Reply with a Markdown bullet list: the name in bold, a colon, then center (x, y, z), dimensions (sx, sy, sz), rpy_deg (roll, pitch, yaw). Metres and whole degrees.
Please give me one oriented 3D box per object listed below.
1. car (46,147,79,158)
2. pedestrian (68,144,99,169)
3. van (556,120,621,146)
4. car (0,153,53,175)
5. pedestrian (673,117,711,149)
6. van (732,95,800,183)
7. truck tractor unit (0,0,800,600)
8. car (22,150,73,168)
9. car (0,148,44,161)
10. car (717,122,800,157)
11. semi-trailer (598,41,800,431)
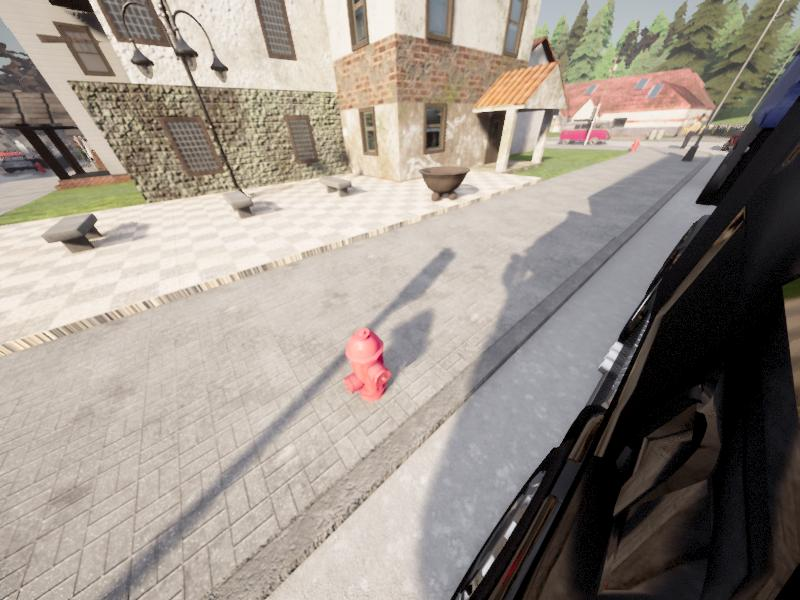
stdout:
- **car**: center (-63.801, -27.910, 43.662), dimensions (4.792, 1.488, 2.163), rpy_deg (16, 40, 23)
- **pedestrian**: center (-29.558, -13.396, 21.607), dimensions (0.751, 1.860, 0.751), rpy_deg (-27, 43, -29)
- **van**: center (19.180, -17.139, 23.732), dimensions (1.775, 1.987, 4.442), rpy_deg (-28, 43, -30)
- **car**: center (-37.308, -13.584, 22.960), dimensions (1.994, 1.385, 4.181), rpy_deg (-28, 44, -30)
- **pedestrian**: center (21.093, -12.086, 16.745), dimensions (0.751, 1.860, 0.751), rpy_deg (10, 38, 16)
- **van**: center (16.591, -6.746, 9.534), dimensions (5.915, 2.561, 1.988), rpy_deg (-26, 43, -28)
- **truck tractor unit**: center (2.645, -0.295, 0.351), dimensions (6.516, 4.208, 3.053), rpy_deg (-28, 44, -30)
- **car**: center (-42.333, -17.082, 27.928), dimensions (2.033, 1.411, 5.357), rpy_deg (-28, 43, -30)
- **car**: center (-71.361, -27.331, 43.313), dimensions (4.514, 1.525, 2.007), rpy_deg (-28, 43, -30)
- **car**: center (22.495, -10.036, 14.384), dimensions (1.789, 1.549, 3.705), rpy_deg (17, 41, 25)
- **semi-trailer**: center (8.683, -3.613, 4.245), dimensions (14.254, 4.402, 2.717), rpy_deg (-28, 44, -30)
